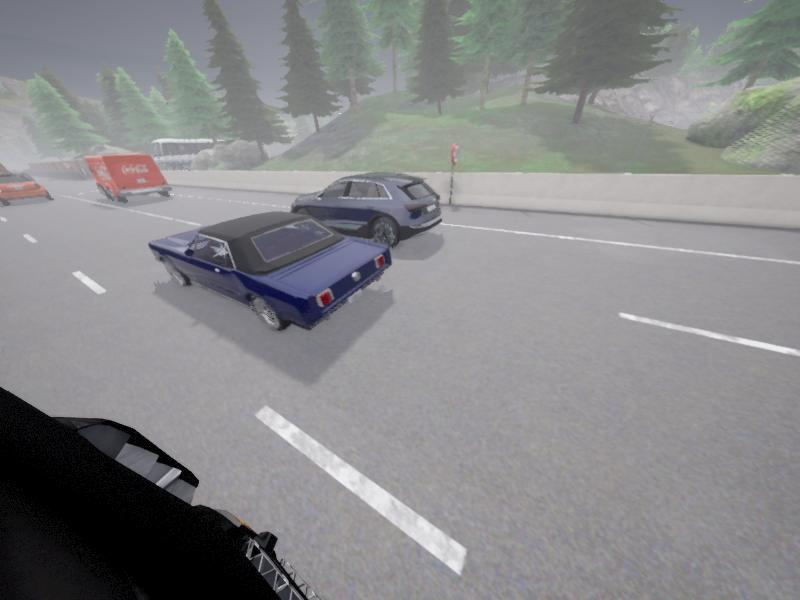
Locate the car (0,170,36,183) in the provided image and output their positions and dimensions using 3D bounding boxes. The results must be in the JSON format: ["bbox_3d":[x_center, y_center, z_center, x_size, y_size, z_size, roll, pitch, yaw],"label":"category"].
[{"bbox_3d":[-59.296,-19.222,35.846,4.792,1.488,2.163,16,38,26],"label":"car"}]

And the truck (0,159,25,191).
[{"bbox_3d":[-44.605,-13.801,24.493,8.468,3.827,2.891,16,38,26],"label":"truck"}]

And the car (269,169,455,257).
[{"bbox_3d":[-1.146,-2.801,6.795,4.856,1.649,2.033,16,38,26],"label":"car"}]

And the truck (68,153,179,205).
[{"bbox_3d":[-17.477,-7.774,14.698,5.204,2.467,2.627,16,38,26],"label":"truck"}]

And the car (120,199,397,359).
[{"bbox_3d":[-2.597,-0.850,4.254,4.718,1.301,1.895,16,38,26],"label":"car"}]

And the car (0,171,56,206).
[{"bbox_3d":[-26.978,-7.903,16.180,4.553,1.767,2.097,16,38,26],"label":"car"}]

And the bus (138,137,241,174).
[{"bbox_3d":[-31.740,-22.399,35.847,3.944,4.253,10.273,16,37,26],"label":"bus"}]
